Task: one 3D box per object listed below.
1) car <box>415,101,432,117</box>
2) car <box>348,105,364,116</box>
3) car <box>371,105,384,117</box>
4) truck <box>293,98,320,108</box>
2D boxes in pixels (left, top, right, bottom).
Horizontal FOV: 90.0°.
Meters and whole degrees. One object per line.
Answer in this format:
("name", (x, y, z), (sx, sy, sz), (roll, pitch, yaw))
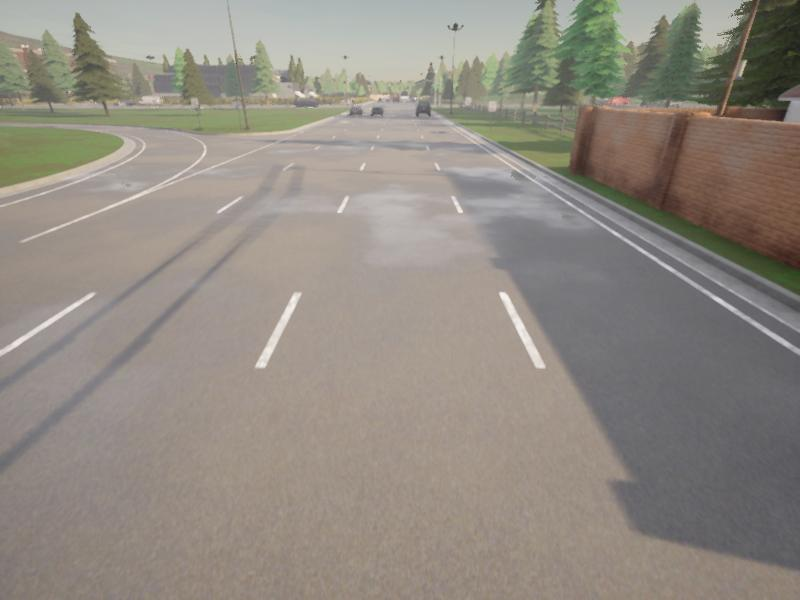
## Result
("car", (3.524, -29.195, 61.114), (2.150, 2.045, 5.566), (0, 27, 0))
("car", (-6.975, -30.392, 64.057), (2.128, 1.511, 4.902), (0, 27, 0))
("car", (-3.476, -29.838, 62.991), (1.837, 1.490, 4.892), (0, 28, 0))
("truck", (-23.413, -49.362, 100.317), (6.274, 2.098, 2.390), (0, 27, -1))
